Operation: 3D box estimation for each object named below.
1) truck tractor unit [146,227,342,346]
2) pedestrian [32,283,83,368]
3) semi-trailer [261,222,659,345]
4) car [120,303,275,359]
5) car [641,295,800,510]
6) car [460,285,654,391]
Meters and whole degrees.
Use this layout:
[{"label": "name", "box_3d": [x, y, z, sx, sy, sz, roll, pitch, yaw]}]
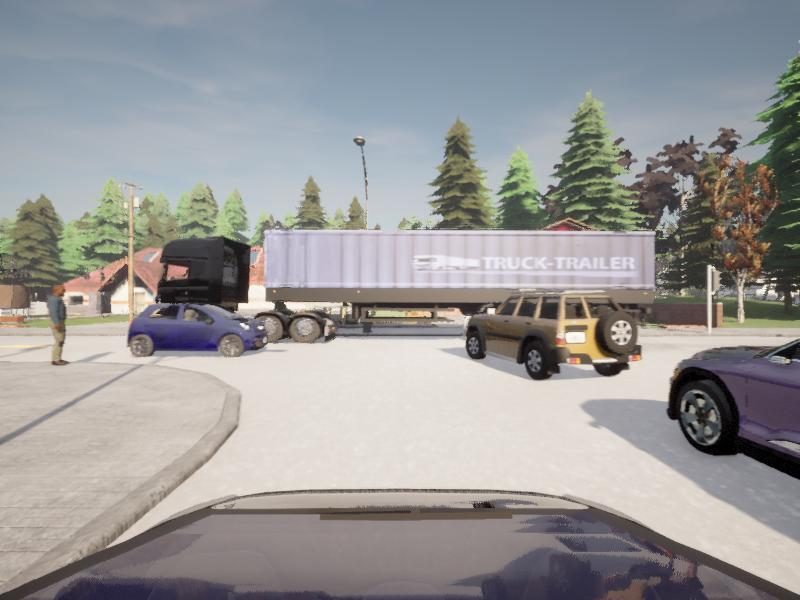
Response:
[{"label": "truck tractor unit", "box_3d": [-5.782, -0.494, 15.803, 6.516, 4.208, 3.053, 0, 0, 1]}, {"label": "pedestrian", "box_3d": [-7.834, 0.551, 9.196, 0.751, 1.860, 0.751, 0, 0, -29]}, {"label": "semi-trailer", "box_3d": [2.130, -0.590, 15.725, 14.254, 4.402, 2.717, 0, 0, 1]}, {"label": "car", "box_3d": [-5.805, 0.847, 11.800, 3.633, 1.501, 1.845, 0, 0, 1]}, {"label": "car", "box_3d": [4.069, 0.784, 2.671, 2.033, 1.649, 4.856, 0, 0, 1]}, {"label": "car", "box_3d": [3.239, 0.669, 9.463, 1.932, 1.855, 4.605, 0, 0, -14]}]
